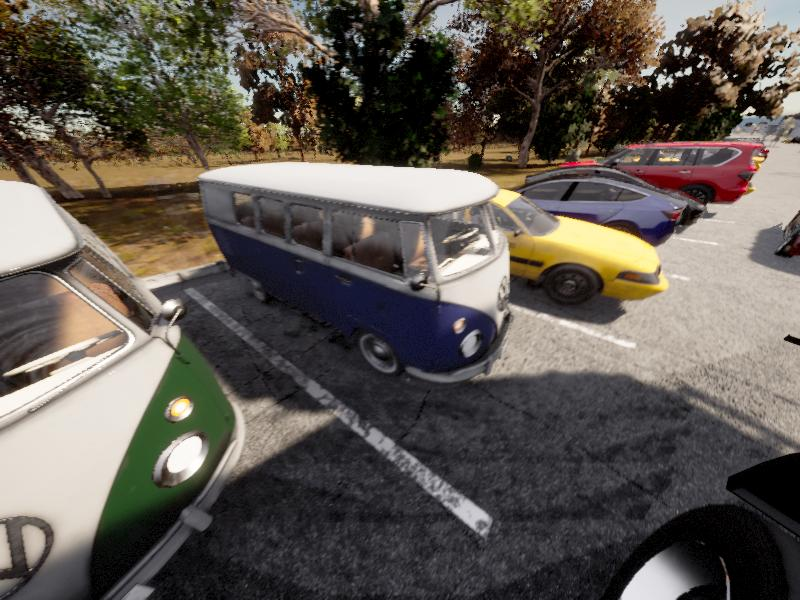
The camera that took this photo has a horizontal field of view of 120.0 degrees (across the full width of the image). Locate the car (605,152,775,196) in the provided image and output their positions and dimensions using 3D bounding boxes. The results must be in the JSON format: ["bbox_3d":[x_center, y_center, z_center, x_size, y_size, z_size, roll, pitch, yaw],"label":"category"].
[{"bbox_3d":[13.796,-6.523,11.673,4.892,1.521,2.231,21,40,28],"label":"car"}]

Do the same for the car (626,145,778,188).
[{"bbox_3d":[16.231,-7.627,12.991,4.553,1.767,2.185,21,40,28],"label":"car"}]

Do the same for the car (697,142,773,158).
[{"bbox_3d":[39.779,-17.960,27.671,4.674,1.452,2.002,18,39,26],"label":"car"}]

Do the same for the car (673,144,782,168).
[{"bbox_3d":[28.132,-12.664,20.218,5.008,1.535,2.097,20,40,27],"label":"car"}]

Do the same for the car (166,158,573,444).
[{"bbox_3d":[-0.717,-0.690,3.171,4.442,1.987,1.878,21,40,29],"label":"car"}]

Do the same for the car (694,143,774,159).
[{"bbox_3d":[37.472,-16.878,26.161,4.674,1.452,2.002,19,39,26],"label":"car"}]

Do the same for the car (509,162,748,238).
[{"bbox_3d":[6.531,-3.496,7.512,4.792,1.488,2.163,21,40,29],"label":"car"}]

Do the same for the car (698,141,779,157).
[{"bbox_3d":[42.235,-19.037,29.091,5.366,1.575,1.946,18,39,26],"label":"car"}]

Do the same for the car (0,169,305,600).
[{"bbox_3d":[-3.157,0.307,1.784,4.442,1.987,1.878,21,40,29],"label":"car"}]

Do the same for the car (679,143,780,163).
[{"bbox_3d":[32.662,-14.829,23.239,5.366,1.575,1.946,19,40,27],"label":"car"}]

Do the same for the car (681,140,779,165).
[{"bbox_3d":[30.454,-13.831,21.632,4.553,1.767,2.185,19,39,27],"label":"car"}]

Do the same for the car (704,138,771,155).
[{"bbox_3d":[46.661,-21.378,32.153,4.553,1.767,2.185,18,39,25],"label":"car"}]

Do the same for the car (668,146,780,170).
[{"bbox_3d":[25.796,-11.594,18.778,4.792,1.488,2.163,20,39,27],"label":"car"}]

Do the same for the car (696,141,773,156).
[{"bbox_3d":[44.200,-20.234,30.776,5.366,1.575,1.946,18,39,25],"label":"car"}]

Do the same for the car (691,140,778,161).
[{"bbox_3d":[35.174,-15.933,24.558,4.553,1.767,2.185,19,40,26],"label":"car"}]

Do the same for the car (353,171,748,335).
[{"bbox_3d":[1.782,-1.480,4.646,5.366,1.575,1.946,21,40,29],"label":"car"}]

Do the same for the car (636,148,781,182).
[{"bbox_3d":[18.618,-8.543,14.481,5.008,1.535,2.097,21,40,28],"label":"car"}]

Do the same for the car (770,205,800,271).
[{"bbox_3d":[10.146,-1.561,4.820,4.181,1.385,1.994,-22,41,-28],"label":"car"}]

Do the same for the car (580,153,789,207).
[{"bbox_3d":[11.525,-5.471,10.195,5.366,1.575,1.946,21,40,28],"label":"car"}]

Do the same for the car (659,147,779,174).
[{"bbox_3d":[23.362,-10.575,17.363,4.792,1.488,2.163,20,40,28],"label":"car"}]

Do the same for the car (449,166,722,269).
[{"bbox_3d":[4.040,-2.515,6.150,4.792,1.488,2.163,21,41,29],"label":"car"}]

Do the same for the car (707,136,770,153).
[{"bbox_3d":[48.997,-22.552,33.616,4.442,1.987,1.878,17,38,25],"label":"car"}]

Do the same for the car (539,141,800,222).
[{"bbox_3d":[8.913,-4.739,8.761,5.566,2.045,2.435,21,41,29],"label":"car"}]
